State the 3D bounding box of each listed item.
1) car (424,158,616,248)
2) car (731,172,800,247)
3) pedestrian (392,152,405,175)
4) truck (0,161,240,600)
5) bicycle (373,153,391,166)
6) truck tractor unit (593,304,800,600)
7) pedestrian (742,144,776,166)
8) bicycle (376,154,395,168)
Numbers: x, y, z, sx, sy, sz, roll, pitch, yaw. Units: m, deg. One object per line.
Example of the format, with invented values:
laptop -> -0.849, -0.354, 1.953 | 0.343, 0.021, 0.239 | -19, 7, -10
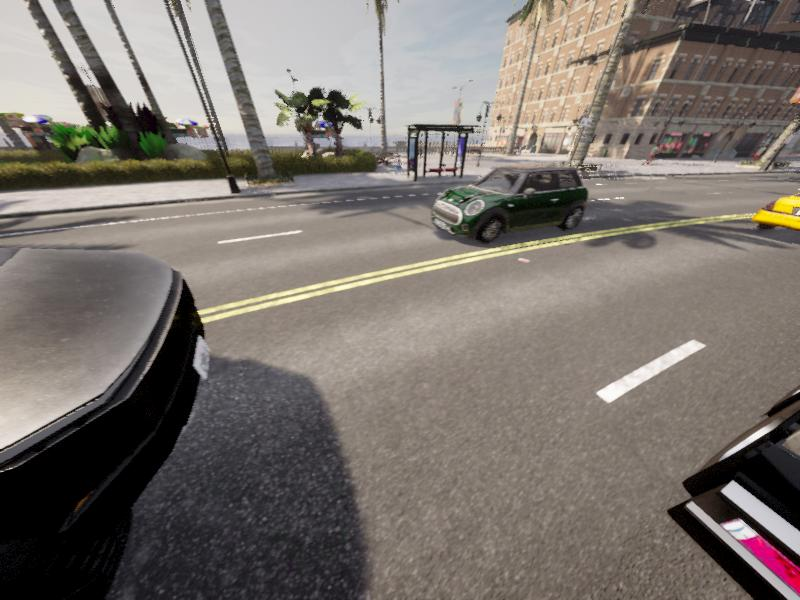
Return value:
car -> 3.275, -3.052, 6.803 | 4.553, 1.767, 2.097 | -12, 37, -18
car -> 12.937, -2.618, 6.466 | 5.366, 1.575, 1.801 | -8, 36, -13
pedestrian -> -0.115, -9.485, 16.073 | 0.751, 1.300, 0.751 | -10, 36, -15
truck -> -4.413, 1.102, 0.527 | 6.274, 2.098, 2.390 | -18, 39, -25
bicycle -> -1.696, -13.349, 21.874 | 1.643, 1.024, 0.373 | -7, 36, -10
truck tractor unit -> 5.229, -0.161, 0.600 | 6.516, 4.208, 3.053 | -13, 37, -18
pedestrian -> 35.781, -14.447, 23.036 | 0.751, 1.860, 0.751 | -1, 35, -2
bicycle -> -1.260, -12.219, 20.266 | 1.643, 1.024, 0.373 | -7, 36, -10
